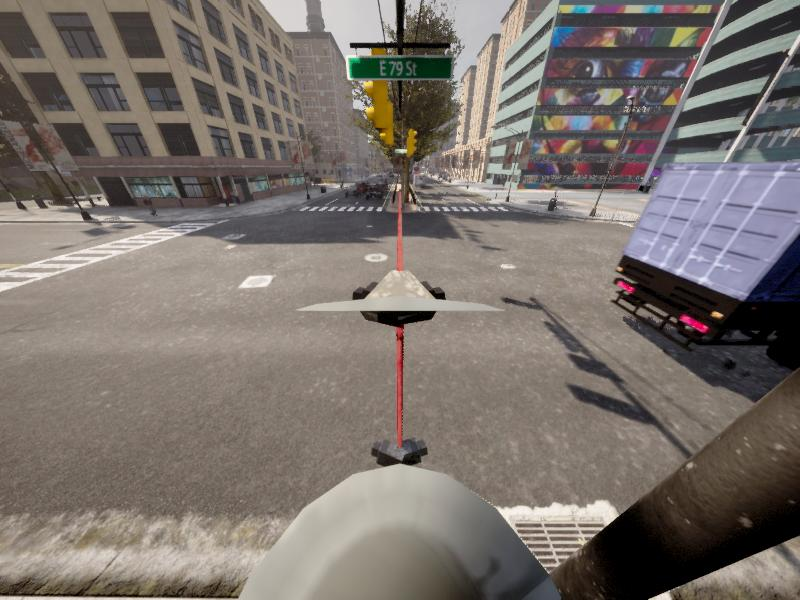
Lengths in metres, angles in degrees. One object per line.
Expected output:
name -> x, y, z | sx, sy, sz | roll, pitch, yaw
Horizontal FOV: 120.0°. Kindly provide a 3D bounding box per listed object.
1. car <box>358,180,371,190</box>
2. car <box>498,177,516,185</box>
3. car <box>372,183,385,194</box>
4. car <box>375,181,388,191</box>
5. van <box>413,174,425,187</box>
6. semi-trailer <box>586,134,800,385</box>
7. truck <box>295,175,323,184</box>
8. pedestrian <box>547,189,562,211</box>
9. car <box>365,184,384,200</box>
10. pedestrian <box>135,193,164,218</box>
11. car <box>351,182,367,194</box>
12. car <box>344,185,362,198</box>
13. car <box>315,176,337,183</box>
car -> -7.190, -23.368, 46.985 | 1.837, 1.490, 4.892 | 0, 30, 0
car -> 27.196, -30.383, 58.961 | 2.161, 1.482, 4.786 | 0, 30, 0
car -> -3.683, -19.398, 40.235 | 1.994, 1.385, 4.181 | 0, 30, 0
car -> -3.663, -22.793, 45.972 | 2.128, 1.511, 4.902 | 0, 30, 0
van -> 4.363, -27.692, 53.541 | 2.351, 2.431, 6.366 | 0, 30, 0
semi-trailer -> 12.929, -0.767, 4.913 | 14.254, 4.402, 2.717 | 0, 30, 0
truck -> -24.589, -32.674, 62.500 | 6.274, 2.098, 2.390 | 0, 30, -1
pedestrian -> 15.378, -9.976, 23.072 | 0.751, 1.860, 0.751 | 17, 34, 27
car -> -3.698, -15.908, 33.887 | 2.242, 1.667, 4.611 | 0, 30, 0
pedestrian -> -21.287, -8.028, 19.698 | 0.751, 1.860, 0.751 | 3, 30, 5
car -> -7.178, -20.111, 41.312 | 2.007, 1.525, 4.514 | 0, 30, 0
car -> -7.151, -16.750, 35.573 | 1.812, 1.442, 4.674 | 0, 30, 0
car -> -21.063, -34.288, 65.814 | 5.366, 1.575, 1.801 | -2, 30, -3
